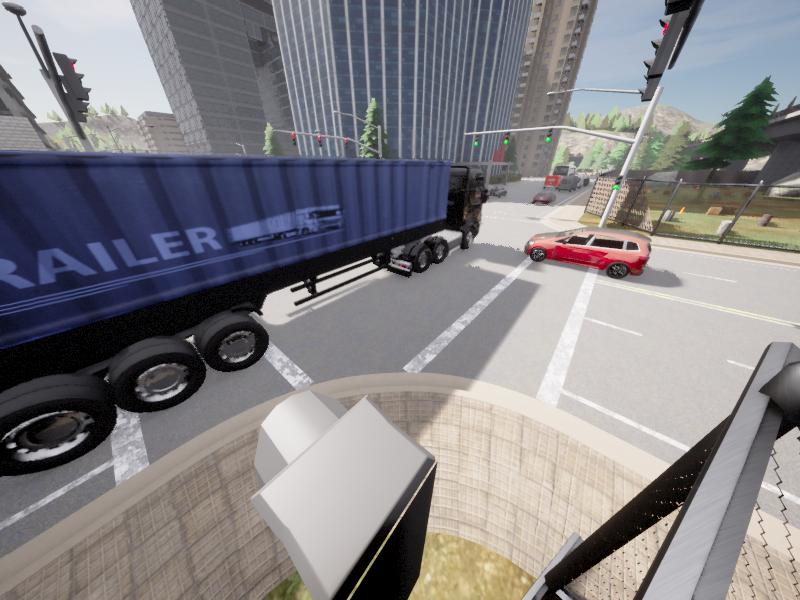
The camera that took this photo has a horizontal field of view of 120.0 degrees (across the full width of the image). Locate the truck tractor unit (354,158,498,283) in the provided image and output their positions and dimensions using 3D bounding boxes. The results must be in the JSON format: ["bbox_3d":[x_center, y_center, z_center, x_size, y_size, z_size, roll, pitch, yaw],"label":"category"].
[{"bbox_3d":[1.549,-4.244,11.070,3.053,4.208,6.516,23,37,34],"label":"truck tractor unit"}]

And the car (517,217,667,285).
[{"bbox_3d":[8.359,-2.468,10.590,4.611,1.667,2.242,23,37,33],"label":"car"}]

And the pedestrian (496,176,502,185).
[{"bbox_3d":[23.755,-28.586,55.194,0.751,1.860,0.751,22,37,33],"label":"pedestrian"}]

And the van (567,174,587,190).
[{"bbox_3d":[36.526,-24.377,47.580,1.988,2.561,5.915,23,37,34],"label":"van"}]

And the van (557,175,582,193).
[{"bbox_3d":[30.940,-21.257,42.174,1.988,2.561,5.915,25,39,37],"label":"van"}]

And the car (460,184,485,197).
[{"bbox_3d":[11.378,-17.082,36.037,1.812,1.442,4.674,23,37,34],"label":"car"}]

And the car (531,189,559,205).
[{"bbox_3d":[18.153,-12.896,28.863,1.994,1.385,4.181,22,37,33],"label":"car"}]

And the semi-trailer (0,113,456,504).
[{"bbox_3d":[-3.526,-1.310,5.762,2.717,4.402,14.254,23,37,34],"label":"semi-trailer"}]

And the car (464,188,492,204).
[{"bbox_3d":[10.164,-13.647,30.058,1.816,1.474,4.193,23,37,34],"label":"car"}]

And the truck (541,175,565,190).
[{"bbox_3d":[30.920,-23.734,46.528,2.627,2.467,5.204,23,37,34],"label":"truck"}]

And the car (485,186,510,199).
[{"bbox_3d":[14.654,-16.286,34.735,1.994,1.385,4.181,22,37,33],"label":"car"}]

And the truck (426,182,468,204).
[{"bbox_3d":[6.327,-14.354,30.659,2.390,2.098,6.274,23,37,34],"label":"truck"}]

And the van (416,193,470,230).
[{"bbox_3d":[3.437,-7.127,18.259,2.069,2.038,4.480,23,37,34],"label":"van"}]

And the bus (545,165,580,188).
[{"bbox_3d":[36.990,-28.217,52.516,3.944,4.253,10.273,23,37,34],"label":"bus"}]
